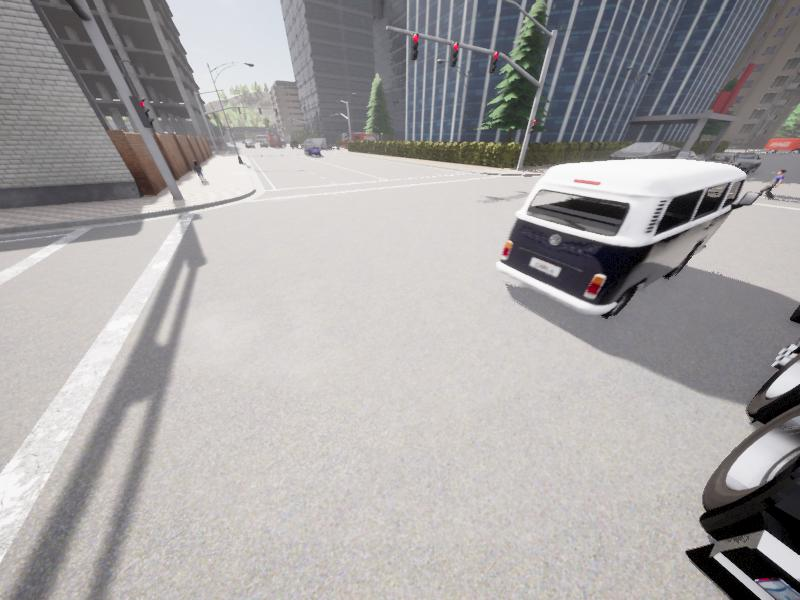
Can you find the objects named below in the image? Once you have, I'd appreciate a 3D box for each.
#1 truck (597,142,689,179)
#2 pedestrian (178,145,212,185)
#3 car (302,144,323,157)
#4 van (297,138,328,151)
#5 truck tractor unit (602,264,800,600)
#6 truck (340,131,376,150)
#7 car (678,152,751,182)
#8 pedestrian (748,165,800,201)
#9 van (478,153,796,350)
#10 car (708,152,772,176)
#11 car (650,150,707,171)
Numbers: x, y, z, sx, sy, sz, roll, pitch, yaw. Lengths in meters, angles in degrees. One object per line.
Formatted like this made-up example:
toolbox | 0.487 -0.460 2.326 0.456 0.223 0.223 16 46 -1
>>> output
truck | 18.537 -10.797 17.652 6.274 2.098 2.390 -18 39 -24
pedestrian | -11.418 -7.561 12.924 0.751 1.860 0.751 -21 40 -28
car | -13.841 -23.614 36.506 2.007 1.525 4.514 -17 38 -23
van | -20.590 -36.947 54.784 2.351 2.431 6.366 24 41 30
truck tractor unit | 5.106 -0.306 0.780 6.516 4.208 3.053 -18 39 -24
truck | -10.802 -41.489 60.099 8.468 3.827 2.891 -19 39 -25
car | 21.841 -9.312 16.081 4.193 1.474 1.816 -18 39 -24
pedestrian | 16.785 -5.225 10.327 0.751 1.300 0.751 27 43 33
van | 3.985 -1.327 4.145 4.480 2.038 2.069 -19 39 -24
car | 27.902 -11.265 18.987 4.181 1.385 1.994 -19 39 -25
car | 25.350 -12.764 21.060 4.674 1.442 1.812 -18 39 -24
